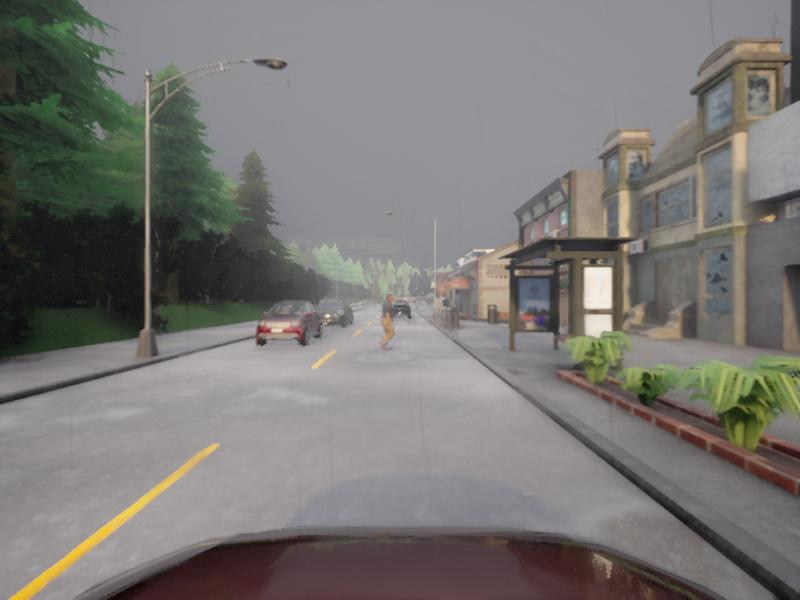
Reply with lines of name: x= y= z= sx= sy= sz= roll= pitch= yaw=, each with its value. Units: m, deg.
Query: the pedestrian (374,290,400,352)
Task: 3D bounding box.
pedestrian: x=-0.381 y=0.624 z=12.245 sx=0.751 sy=1.860 sz=0.751 roll=0 pitch=0 yaw=3

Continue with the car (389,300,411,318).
car: x=0.008 y=0.805 z=36.653 sx=1.837 sy=1.490 sz=4.892 roll=0 pitch=0 yaw=0

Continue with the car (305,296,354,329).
car: x=-3.996 y=0.668 z=23.622 sx=2.097 sy=1.767 sz=4.553 roll=0 pitch=0 yaw=0

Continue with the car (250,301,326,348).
car: x=-3.998 y=0.801 z=14.870 sx=1.789 sy=1.549 sz=3.705 roll=0 pitch=0 yaw=0
